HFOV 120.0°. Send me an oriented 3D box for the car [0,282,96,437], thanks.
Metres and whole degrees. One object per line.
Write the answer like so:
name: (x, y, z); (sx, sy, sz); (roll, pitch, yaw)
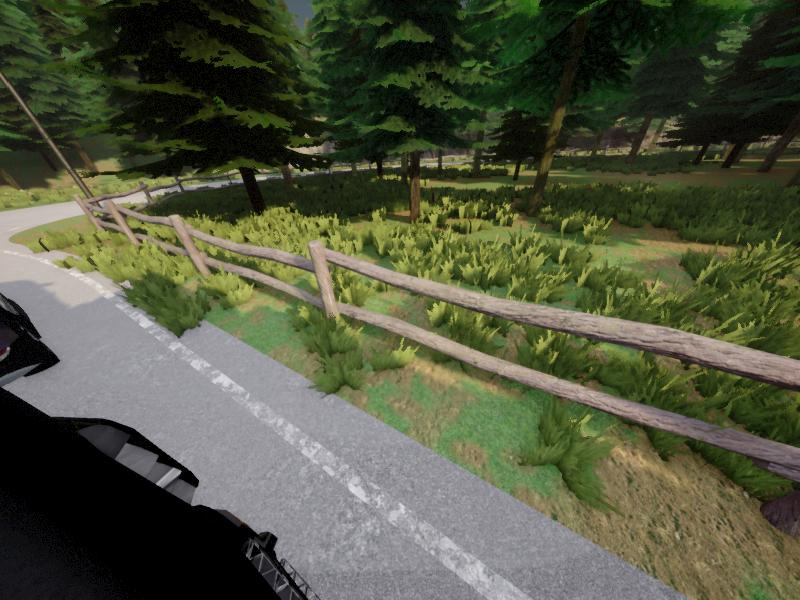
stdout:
car: (-6.247, 0.281, 2.536); (4.856, 1.649, 2.033); (14, 37, 24)
